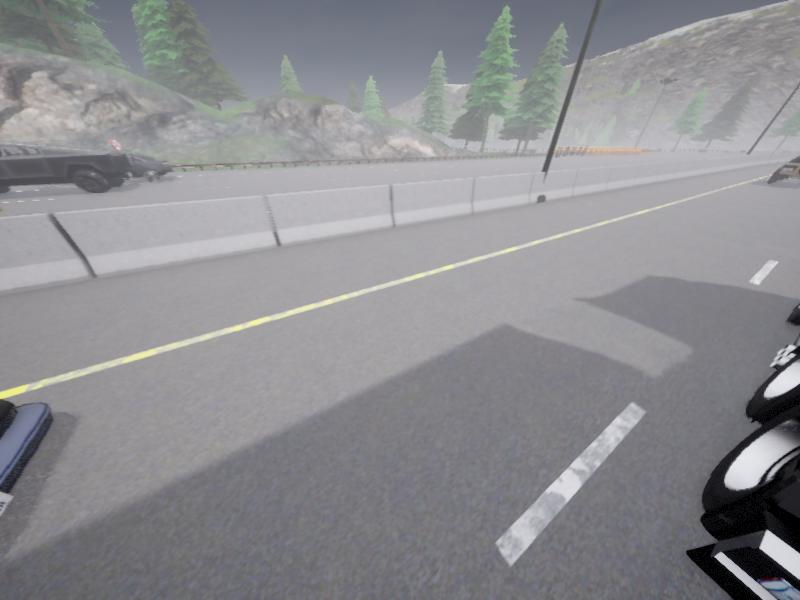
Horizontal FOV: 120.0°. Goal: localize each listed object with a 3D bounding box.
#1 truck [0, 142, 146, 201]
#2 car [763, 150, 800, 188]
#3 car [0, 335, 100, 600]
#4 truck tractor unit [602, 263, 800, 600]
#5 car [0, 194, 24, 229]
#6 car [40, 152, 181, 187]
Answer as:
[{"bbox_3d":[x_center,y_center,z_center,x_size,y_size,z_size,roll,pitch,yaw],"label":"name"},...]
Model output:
[{"bbox_3d":[-16.990,-6.087,10.762,6.274,2.098,2.390,-18,39,-25],"label":"truck"},{"bbox_3d":[26.628,-8.627,15.081,4.605,1.855,1.932,-18,39,-24],"label":"car"},{"bbox_3d":[-4.895,1.807,0.145,5.357,1.411,2.033,-18,39,-24],"label":"car"},{"bbox_3d":[5.116,-0.294,0.790,6.516,4.208,3.053,-18,39,-24],"label":"truck tractor unit"},{"bbox_3d":[-14.406,-2.103,5.505,5.366,1.575,1.801,-18,39,-24],"label":"car"},{"bbox_3d":[-17.115,-8.112,14.191,4.902,1.511,2.128,-18,39,-25],"label":"car"}]
